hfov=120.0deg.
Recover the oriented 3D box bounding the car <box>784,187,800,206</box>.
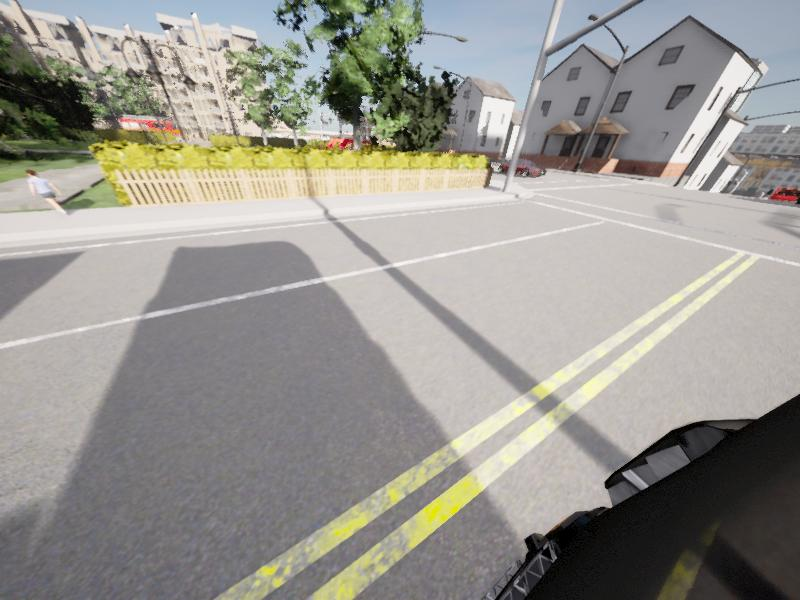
[{"bbox_3d":[27.093,-6.396,13.780,4.605,1.855,1.932,0,35,-7],"label":"car"}]

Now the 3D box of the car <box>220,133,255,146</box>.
[{"bbox_3d":[-33.863,-33.559,48.297,5.566,2.045,2.150,-15,38,-25],"label":"car"}]

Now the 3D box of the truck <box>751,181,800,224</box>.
[{"bbox_3d":[37.179,-9.344,22.345,5.204,2.467,2.627,-3,32,-33],"label":"truck"}]

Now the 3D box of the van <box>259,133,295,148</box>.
[{"bbox_3d":[-27.230,-35.503,51.342,6.366,2.431,2.351,-15,38,-25],"label":"van"}]

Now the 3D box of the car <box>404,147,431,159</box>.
[{"bbox_3d":[2.893,-25.233,39.587,2.038,1.542,4.974,-16,39,-25],"label":"car"}]

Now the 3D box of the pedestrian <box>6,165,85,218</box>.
[{"bbox_3d":[-8.830,-2.722,5.808,0.500,1.100,0.500,10,35,10],"label":"pedestrian"}]

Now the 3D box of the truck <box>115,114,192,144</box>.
[{"bbox_3d":[-44.935,-31.374,42.624,8.468,3.827,2.891,-14,38,-24],"label":"truck"}]

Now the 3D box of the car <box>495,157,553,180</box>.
[{"bbox_3d":[11.444,-12.356,21.610,1.994,1.385,4.181,-19,40,-29],"label":"car"}]
